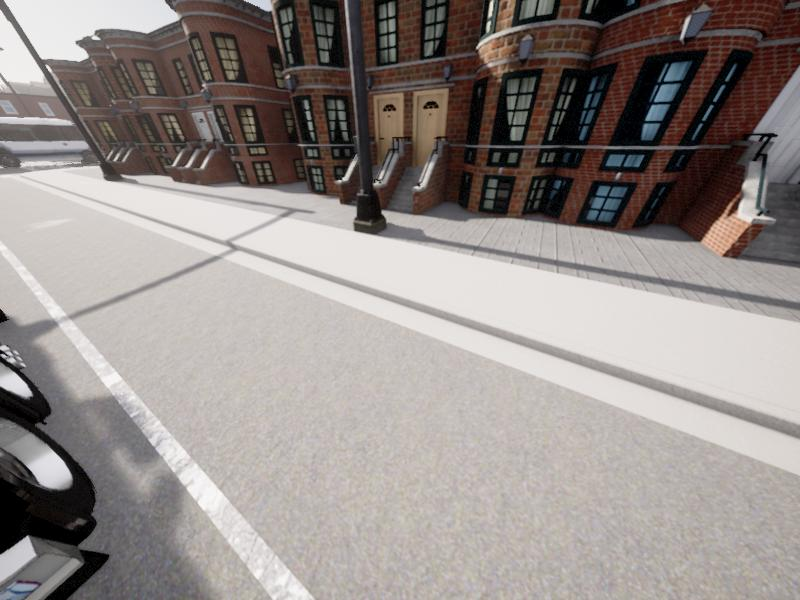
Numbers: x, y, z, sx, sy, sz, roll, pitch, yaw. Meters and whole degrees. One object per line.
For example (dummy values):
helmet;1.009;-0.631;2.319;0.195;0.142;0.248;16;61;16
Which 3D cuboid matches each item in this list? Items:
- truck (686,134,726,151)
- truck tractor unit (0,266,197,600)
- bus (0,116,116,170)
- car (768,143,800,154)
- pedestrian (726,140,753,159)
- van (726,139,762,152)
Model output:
truck;85.388;-44.108;64.717;2.891;3.827;8.468;17;38;23
truck tractor unit;-5.112;-0.301;0.770;6.516;4.208;3.053;18;39;24
bus;-39.057;-16.459;24.240;3.944;4.253;10.273;18;39;24
car;69.720;-27.121;41.274;2.038;1.542;4.974;17;37;23
pedestrian;39.184;-17.399;26.721;0.751;1.860;0.751;14;37;20
van;83.700;-37.736;56.391;1.988;2.561;5.915;17;37;23
